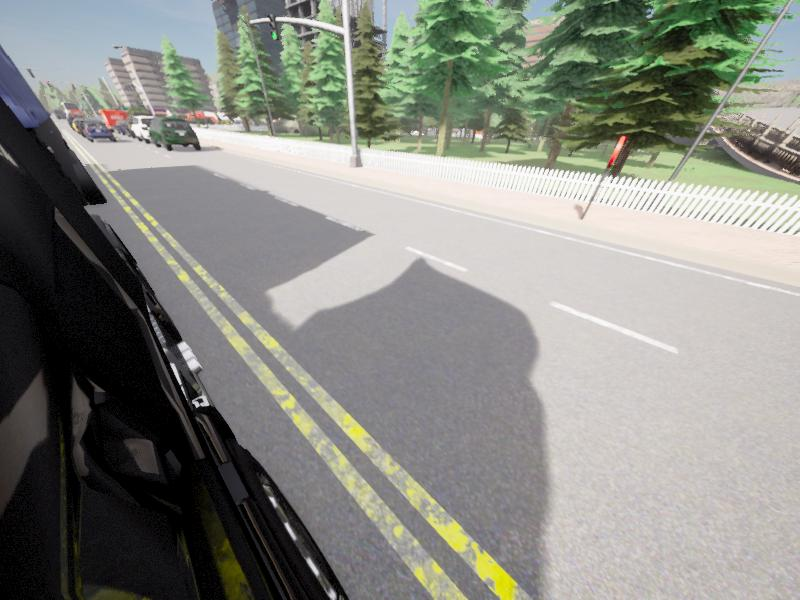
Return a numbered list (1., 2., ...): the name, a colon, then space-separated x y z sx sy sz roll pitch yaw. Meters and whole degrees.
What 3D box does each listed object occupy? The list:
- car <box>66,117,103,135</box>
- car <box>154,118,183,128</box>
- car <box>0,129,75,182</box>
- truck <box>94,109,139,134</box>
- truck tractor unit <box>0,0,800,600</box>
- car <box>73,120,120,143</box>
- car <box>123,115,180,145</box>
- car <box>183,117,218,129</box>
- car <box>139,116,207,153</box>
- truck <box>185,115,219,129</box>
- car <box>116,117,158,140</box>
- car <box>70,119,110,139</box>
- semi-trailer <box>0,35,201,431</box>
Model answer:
1. car: -37.871 -20.873 27.699 5.366 1.575 1.801 28 44 30
2. car: -52.297 -39.982 52.184 1.851 1.617 3.988 29 44 30
3. car: -15.547 -6.055 9.504 3.806 1.475 1.970 29 44 30
4. truck: -39.047 -24.619 31.867 5.204 2.467 2.627 28 44 30
5. truck tractor unit: -2.645 -0.295 0.351 6.516 4.208 3.053 28 44 30
6. car: -27.705 -15.404 21.089 3.705 1.549 1.789 28 44 30
7. car: -23.649 -16.176 21.965 5.566 2.045 2.150 28 44 30
8. car: -46.238 -41.080 53.664 2.150 2.045 5.566 27 43 29
9. car: -18.065 -13.181 18.334 5.566 2.045 2.150 28 44 30
10. truck: -47.984 -43.349 56.228 2.627 2.467 5.204 27 43 29
11. car: -29.194 -19.085 25.623 4.605 1.855 1.932 28 44 30
12. car: -32.537 -17.965 24.255 4.193 1.474 1.816 28 44 30
13. semi-trailer: -8.657 -3.638 4.260 14.254 4.402 2.717 29 44 30
